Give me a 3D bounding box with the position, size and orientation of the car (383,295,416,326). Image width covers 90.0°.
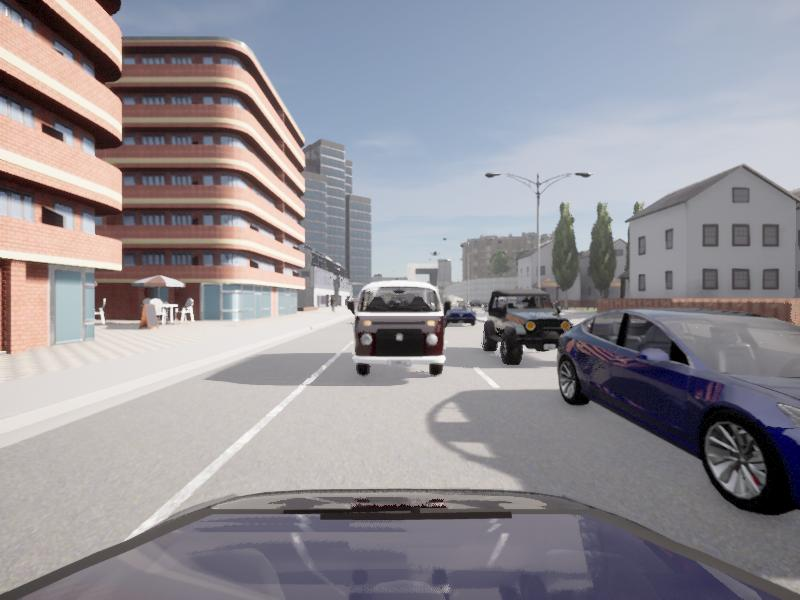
[{"bbox_3d":[-0.052,0.619,26.017,1.932,1.855,4.605,0,0,0],"label":"car"}]

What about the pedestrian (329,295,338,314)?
[{"bbox_3d":[-6.757,0.433,40.567,0.751,1.860,0.751,0,0,-2],"label":"pedestrian"}]

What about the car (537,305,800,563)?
[{"bbox_3d":[3.496,0.844,4.642,2.163,1.488,4.792,0,0,0],"label":"car"}]

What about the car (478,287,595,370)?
[{"bbox_3d":[3.479,0.628,11.017,1.905,1.878,3.866,0,1,0],"label":"car"}]

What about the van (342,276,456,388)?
[{"bbox_3d":[-0.016,0.553,9.475,2.069,2.038,4.480,0,1,0],"label":"van"}]

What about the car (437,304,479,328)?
[{"bbox_3d":[3.450,0.912,24.752,1.895,1.301,4.718,0,0,0],"label":"car"}]
